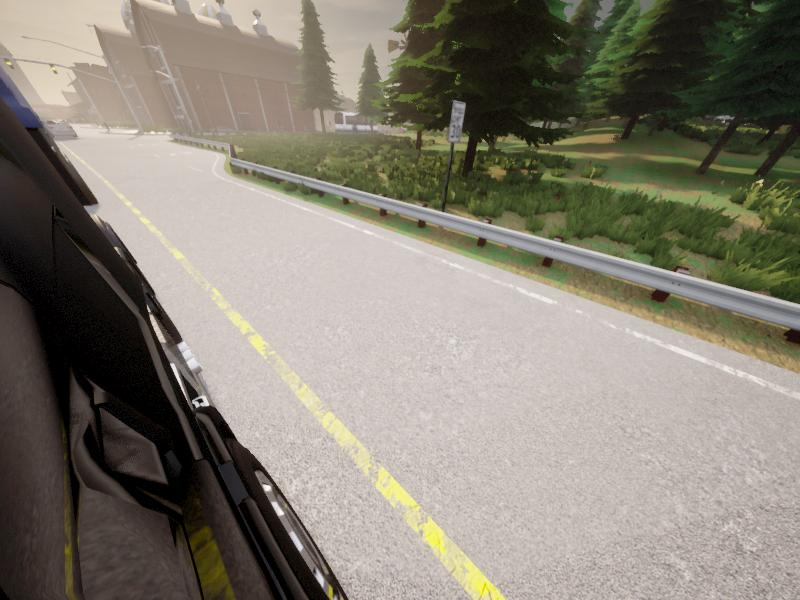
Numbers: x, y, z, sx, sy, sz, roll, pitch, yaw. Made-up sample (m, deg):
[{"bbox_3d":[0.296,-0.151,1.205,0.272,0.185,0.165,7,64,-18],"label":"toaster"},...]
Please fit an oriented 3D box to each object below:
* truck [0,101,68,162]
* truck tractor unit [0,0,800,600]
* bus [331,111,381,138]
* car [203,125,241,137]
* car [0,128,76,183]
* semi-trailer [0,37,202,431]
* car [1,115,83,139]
[{"bbox_3d":[-21.929,-9.528,12.953,5.204,2.467,2.627,27,43,29],"label":"truck"},{"bbox_3d":[-2.645,-0.295,0.351,6.516,4.208,3.053,28,44,30],"label":"truck tractor unit"},{"bbox_3d":[-9.145,-37.409,49.596,3.944,4.253,10.273,27,43,29],"label":"bus"},{"bbox_3d":[-27.767,-26.420,36.147,1.994,1.385,4.181,27,43,29],"label":"car"},{"bbox_3d":[-16.062,-6.224,9.719,4.902,1.511,2.128,27,43,29],"label":"car"},{"bbox_3d":[-8.747,-3.571,4.180,14.254,4.402,2.717,28,43,29],"label":"semi-trailer"},{"bbox_3d":[-36.071,-17.489,23.412,4.611,1.667,2.242,8,37,7],"label":"car"}]
